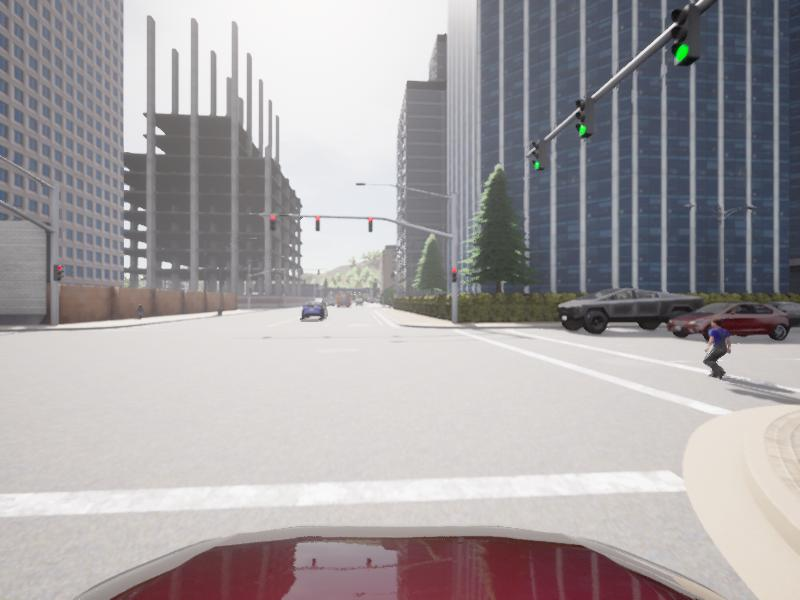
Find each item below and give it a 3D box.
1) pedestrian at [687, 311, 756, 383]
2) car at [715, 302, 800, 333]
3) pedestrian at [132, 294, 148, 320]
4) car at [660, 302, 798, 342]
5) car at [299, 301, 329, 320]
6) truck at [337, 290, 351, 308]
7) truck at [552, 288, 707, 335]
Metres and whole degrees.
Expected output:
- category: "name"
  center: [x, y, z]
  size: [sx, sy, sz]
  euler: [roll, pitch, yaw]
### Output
- category: "pedestrian"
  center: [6.220, 0.870, 7.769]
  size: [0.751, 1.300, 0.751]
  euler: [0, 0, -14]
- category: "car"
  center: [18.704, 0.834, 20.000]
  size: [4.674, 1.442, 1.812]
  euler: [0, 0, -6]
- category: "pedestrian"
  center: [-19.351, 0.513, 29.802]
  size: [0.751, 1.860, 0.751]
  euler: [0, 0, -10]
- category: "car"
  center: [12.999, 0.815, 15.940]
  size: [4.193, 1.474, 1.816]
  euler: [0, 0, -6]
- category: "car"
  center: [-7.270, 0.861, 34.138]
  size: [2.007, 1.525, 4.514]
  euler: [0, 0, -5]
- category: "truck"
  center: [-12.993, -0.236, 93.003]
  size: [2.891, 3.827, 8.468]
  euler: [0, 0, -6]
- category: "truck"
  center: [10.879, 0.506, 19.255]
  size: [6.274, 2.098, 2.390]
  euler: [0, 0, -5]
